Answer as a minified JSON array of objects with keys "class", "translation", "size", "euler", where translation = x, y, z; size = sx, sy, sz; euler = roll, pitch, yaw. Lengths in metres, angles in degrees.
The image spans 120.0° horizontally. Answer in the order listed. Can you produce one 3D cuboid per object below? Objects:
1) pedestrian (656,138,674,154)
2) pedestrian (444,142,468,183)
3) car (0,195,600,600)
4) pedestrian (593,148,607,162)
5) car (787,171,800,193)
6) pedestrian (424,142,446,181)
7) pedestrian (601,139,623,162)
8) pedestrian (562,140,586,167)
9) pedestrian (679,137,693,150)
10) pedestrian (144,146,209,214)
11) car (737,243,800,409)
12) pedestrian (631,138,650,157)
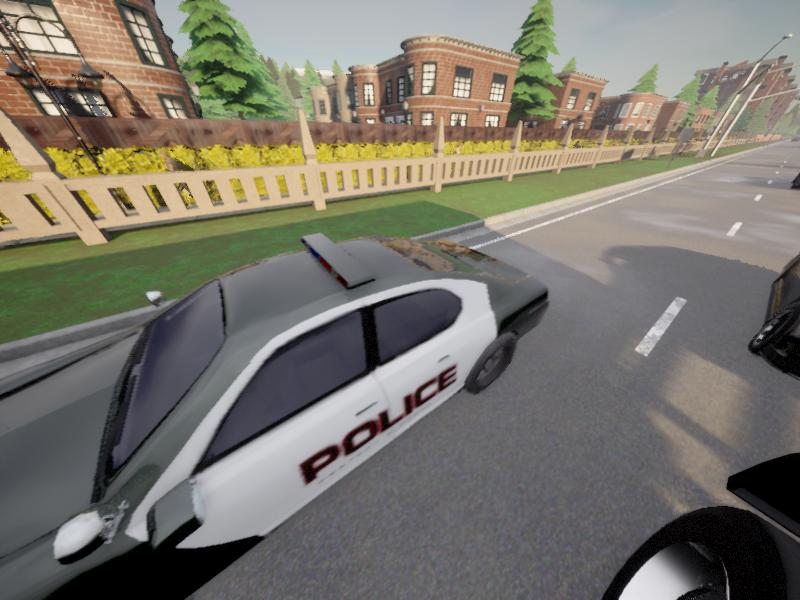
[{"class":"pedestrian","translation":[35.966,-20.919,31.407],"size":[0.751,1.860,0.751],"euler":[-22,41,-28]},{"class":"pedestrian","translation":[3.065,-7.602,12.759],"size":[0.751,1.860,0.751],"euler":[-20,40,-26]},{"class":"car","translation":[-0.856,0.403,2.010],"size":[4.974,1.542,2.038],"euler":[-22,41,-28]},{"class":"pedestrian","translation":[20.012,-14.528,23.119],"size":[0.500,1.100,0.500],"euler":[-17,39,-22]},{"class":"car","translation":[21.628,-6.309,11.293],"size":[5.027,1.651,2.152],"euler":[-22,41,-28]},{"class":"pedestrian","translation":[1.967,-7.885,13.170],"size":[0.751,1.860,0.751],"euler":[-19,39,-24]},{"class":"pedestrian","translation":[21.034,-14.846,22.903],"size":[0.751,1.860,0.751],"euler":[-22,41,-28]},{"class":"pedestrian","translation":[14.350,-12.133,19.104],"size":[0.751,1.860,0.751],"euler":[-22,41,-28]},{"class":"pedestrian","translation":[49.968,-27.286,40.337],"size":[0.751,1.860,0.751],"euler":[-23,41,-28]},{"class":"pedestrian","translation":[-7.288,-3.960,7.661],"size":[0.751,1.860,0.751],"euler":[-17,39,-23]},{"class":"car","translation":[6.082,0.121,2.518],"size":[4.181,1.385,1.994],"euler":[-22,41,-28]},{"class":"pedestrian","translation":[29.497,-18.747,28.375],"size":[0.751,1.860,0.751],"euler":[-22,40,-27]}]
